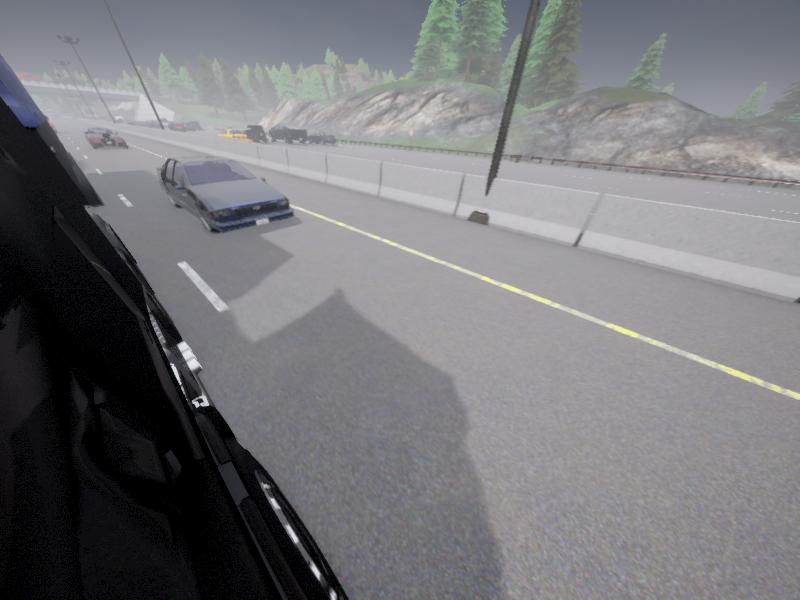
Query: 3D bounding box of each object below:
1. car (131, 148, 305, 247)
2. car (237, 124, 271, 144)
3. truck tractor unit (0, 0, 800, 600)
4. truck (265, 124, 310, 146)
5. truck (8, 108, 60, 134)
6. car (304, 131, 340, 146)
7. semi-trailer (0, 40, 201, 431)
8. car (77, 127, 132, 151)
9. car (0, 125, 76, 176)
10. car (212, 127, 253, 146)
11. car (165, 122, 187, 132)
[{"bbox_3d":[-5.256,-3.226,6.537,5.357,1.411,2.033,28,43,30],"label":"car"},{"bbox_3d":[-18.949,-21.537,30.012,3.866,1.878,1.905,28,43,30],"label":"car"},{"bbox_3d":[-2.645,-0.295,0.352,6.516,4.208,3.053,28,44,30],"label":"truck tractor unit"},{"bbox_3d":[-15.188,-22.351,31.168,6.274,2.098,2.390,28,43,30],"label":"truck"},{"bbox_3d":[-47.732,-23.397,30.272,5.204,2.467,2.627,28,43,30],"label":"truck"},{"bbox_3d":[-10.926,-22.575,32.225,4.902,1.511,2.128,28,43,30],"label":"car"},{"bbox_3d":[-8.706,-3.577,4.251,14.254,4.402,2.717,28,43,30],"label":"semi-trailer"},{"bbox_3d":[-24.140,-13.195,18.865,4.181,1.385,1.994,28,43,30],"label":"car"},{"bbox_3d":[-17.804,-7.246,11.001,4.856,1.649,2.033,28,43,30],"label":"car"},{"bbox_3d":[-19.504,-18.985,26.789,5.366,1.575,1.801,28,43,30],"label":"car"},{"bbox_3d":[-46.818,-36.110,48.292,4.514,1.525,2.007,28,43,30],"label":"car"}]
